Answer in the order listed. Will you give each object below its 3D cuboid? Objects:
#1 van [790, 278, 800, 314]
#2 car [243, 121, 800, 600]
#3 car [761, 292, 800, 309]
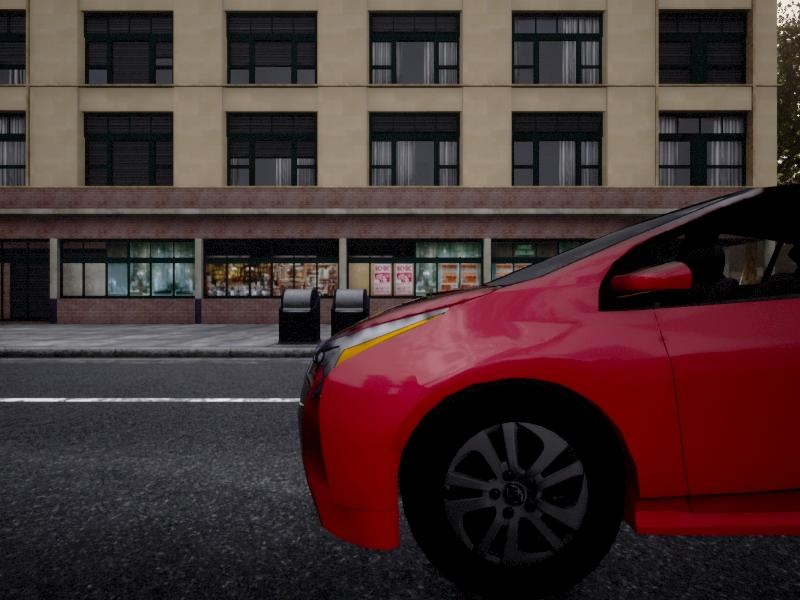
[{"bbox_3d":[29.906,-0.278,26.637,1.988,2.561,5.915,0,0,-1],"label":"van"},{"bbox_3d":[1.791,0.228,2.195,4.514,1.525,2.007,0,0,0],"label":"car"},{"bbox_3d":[42.026,0.047,43.521,3.866,1.878,1.905,0,0,-2],"label":"car"}]
